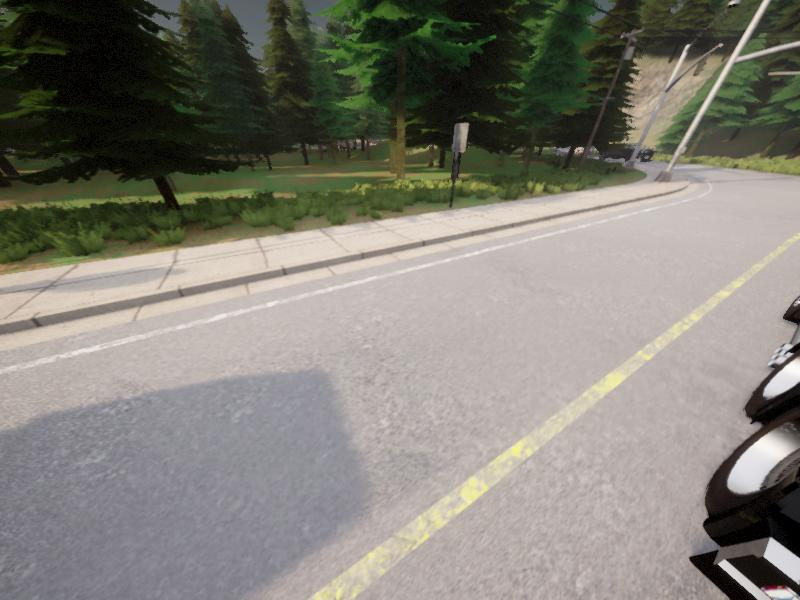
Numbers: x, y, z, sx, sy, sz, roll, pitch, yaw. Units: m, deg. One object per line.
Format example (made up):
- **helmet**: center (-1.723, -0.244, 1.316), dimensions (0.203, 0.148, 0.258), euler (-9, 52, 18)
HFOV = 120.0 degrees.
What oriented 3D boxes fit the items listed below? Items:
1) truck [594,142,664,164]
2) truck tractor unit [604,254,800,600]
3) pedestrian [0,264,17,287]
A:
- **truck**: center (28.905, -18.918, 29.616), dimensions (2.390, 2.098, 6.274), euler (-2, 35, -4)
- **truck tractor unit**: center (5.093, -0.319, 0.805), dimensions (6.516, 4.208, 3.053), euler (-19, 39, -25)
- **pedestrian**: center (-7.218, -0.884, 3.282), dimensions (0.751, 1.860, 0.751), euler (-4, 35, -6)
